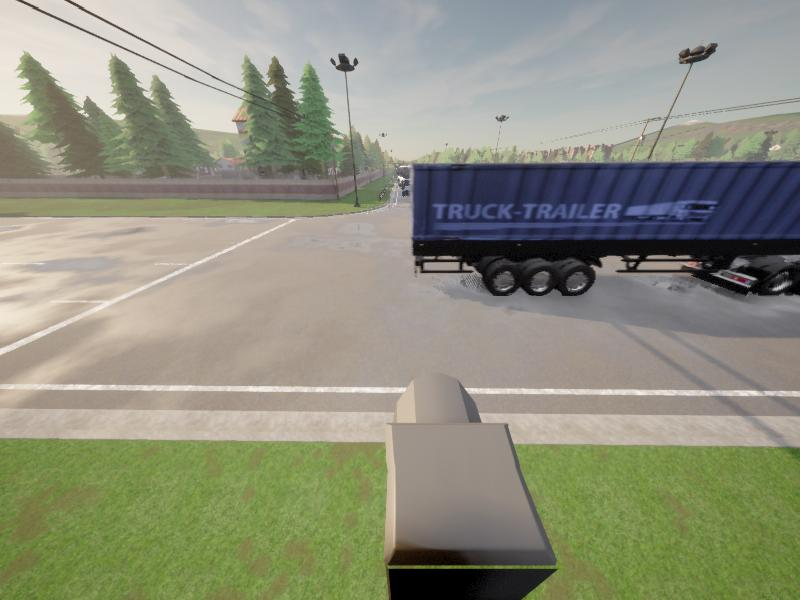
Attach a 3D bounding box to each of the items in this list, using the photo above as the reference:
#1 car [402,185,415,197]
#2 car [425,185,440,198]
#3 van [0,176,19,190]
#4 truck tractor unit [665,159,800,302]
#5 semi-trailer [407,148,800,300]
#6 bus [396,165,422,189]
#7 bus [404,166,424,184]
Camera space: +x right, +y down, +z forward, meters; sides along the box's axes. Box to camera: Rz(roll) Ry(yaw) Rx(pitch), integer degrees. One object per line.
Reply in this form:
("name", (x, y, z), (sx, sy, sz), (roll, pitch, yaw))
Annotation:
("car", (1.313, -17.285, 36.500), (1.812, 1.442, 4.674), (0, 30, 0))
("car", (4.803, -16.345, 34.766), (1.789, 1.549, 3.705), (0, 30, 0))
("van", (-79.410, -22.483, 44.511), (2.351, 2.431, 6.366), (-10, 31, -16))
("truck tractor unit", (15.334, -2.512, 8.122), (6.516, 4.208, 3.053), (0, 30, 1))
("semi-trailer", (7.418, -2.635, 8.147), (14.254, 4.402, 2.717), (0, 30, 1))
("bus", (1.713, -27.054, 50.607), (3.944, 4.253, 10.273), (-4, 30, -7))
("bus", (4.010, -35.541, 65.306), (3.944, 4.253, 10.273), (6, 31, 10))
